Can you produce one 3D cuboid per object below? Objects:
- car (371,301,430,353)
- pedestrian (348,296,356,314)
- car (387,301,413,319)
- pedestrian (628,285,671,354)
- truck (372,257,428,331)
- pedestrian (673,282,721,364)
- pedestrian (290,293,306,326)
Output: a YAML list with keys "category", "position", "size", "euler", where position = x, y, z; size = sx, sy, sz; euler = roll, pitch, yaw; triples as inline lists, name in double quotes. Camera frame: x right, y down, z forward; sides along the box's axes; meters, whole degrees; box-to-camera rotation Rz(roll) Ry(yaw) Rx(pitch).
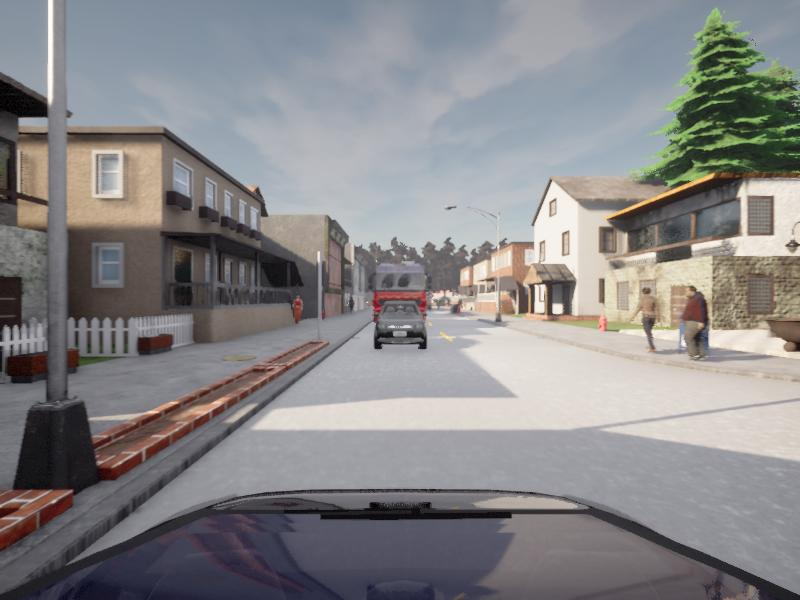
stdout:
- category: "car"
  position: [0.009, 0.814, 14.056]
  size: [1.789, 1.549, 3.705]
  euler: [0, 1, 0]
- category: "pedestrian"
  position: [-5.162, 0.549, 42.957]
  size: [0.751, 1.860, 0.751]
  euler: [0, 0, 9]
- category: "car"
  position: [-0.003, 0.864, 36.452]
  size: [2.163, 1.488, 4.792]
  euler: [0, 0, 0]
- category: "pedestrian"
  position: [6.964, 0.529, 11.199]
  size: [0.751, 1.860, 0.751]
  euler: [0, 0, 6]
- category: "truck"
  position: [-0.006, -0.312, 24.939]
  size: [2.891, 3.827, 8.468]
  euler: [0, 0, 0]
- category: "pedestrian"
  position: [7.123, 0.528, 9.635]
  size: [0.751, 1.860, 0.751]
  euler: [0, 0, 20]
- category: "pedestrian"
  position: [-5.797, 0.542, 22.690]
  size: [0.751, 1.860, 0.751]
  euler: [0, 0, -3]
